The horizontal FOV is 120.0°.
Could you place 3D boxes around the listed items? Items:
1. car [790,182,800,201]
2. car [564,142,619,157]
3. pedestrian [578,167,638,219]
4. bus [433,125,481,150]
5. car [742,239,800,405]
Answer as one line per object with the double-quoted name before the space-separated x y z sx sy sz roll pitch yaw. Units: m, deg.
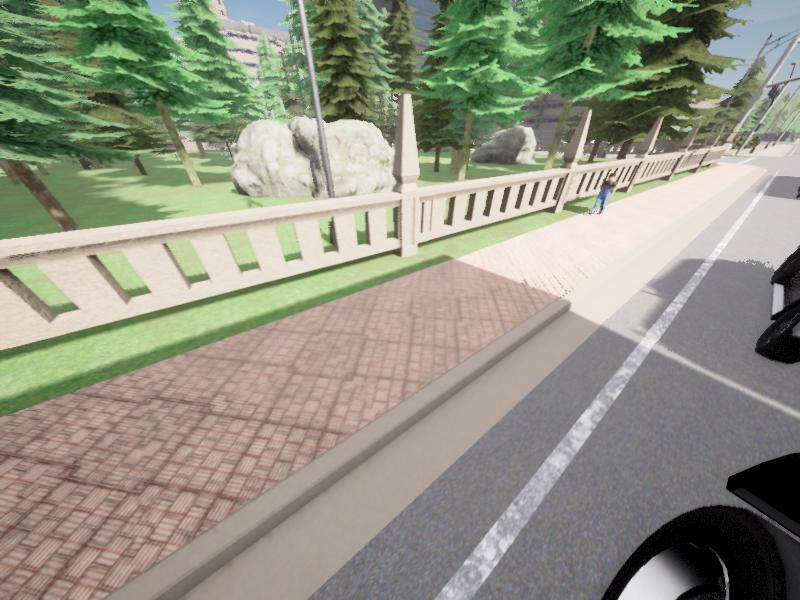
"car" 18.734 -5.088 9.684 3.633 1.501 1.845 -22 41 -28
"car" 26.253 -20.818 31.916 1.801 1.575 5.366 -22 41 -28
"pedestrian" 6.405 -3.347 7.193 0.751 1.300 0.751 -21 40 -26
"bus" 12.595 -36.804 52.369 3.944 4.253 10.273 -22 41 -28
"car" 6.331 -0.129 2.570 4.605 1.855 1.932 -20 40 -29
